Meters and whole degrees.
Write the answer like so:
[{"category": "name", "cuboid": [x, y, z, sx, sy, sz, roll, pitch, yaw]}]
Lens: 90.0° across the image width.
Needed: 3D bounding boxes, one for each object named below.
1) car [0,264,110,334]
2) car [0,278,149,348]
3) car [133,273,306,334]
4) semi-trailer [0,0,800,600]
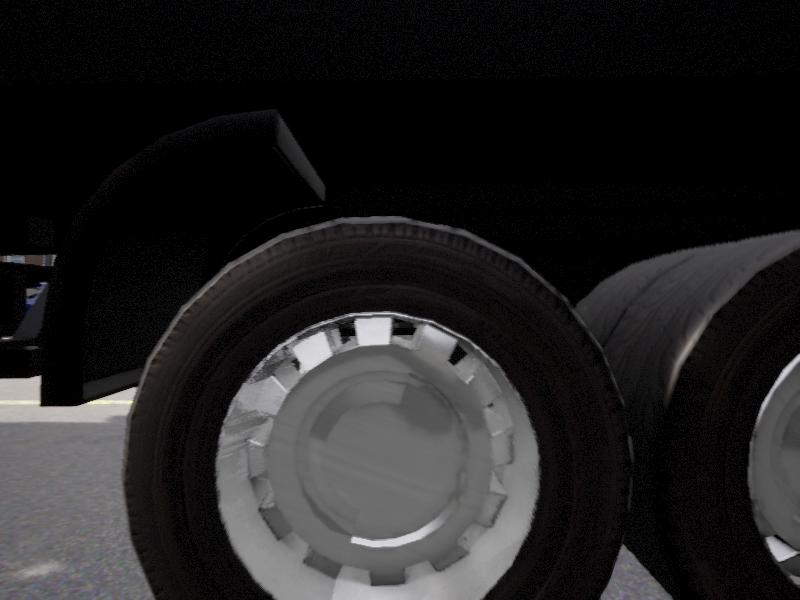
[{"category": "car", "cuboid": [-12.751, -0.027, 12.684, 5.566, 2.045, 2.150, 0, 0, 0]}, {"category": "car", "cuboid": [-8.669, 0.273, 9.196, 4.674, 1.442, 1.812, 0, 0, 0]}, {"category": "car", "cuboid": [-5.519, 0.097, 12.706, 4.553, 1.767, 2.097, 0, 0, 0]}, {"category": "semi-trailer", "cuboid": [3.748, -1.239, 2.190, 14.254, 4.402, 2.717, 0, 0, 0]}]
